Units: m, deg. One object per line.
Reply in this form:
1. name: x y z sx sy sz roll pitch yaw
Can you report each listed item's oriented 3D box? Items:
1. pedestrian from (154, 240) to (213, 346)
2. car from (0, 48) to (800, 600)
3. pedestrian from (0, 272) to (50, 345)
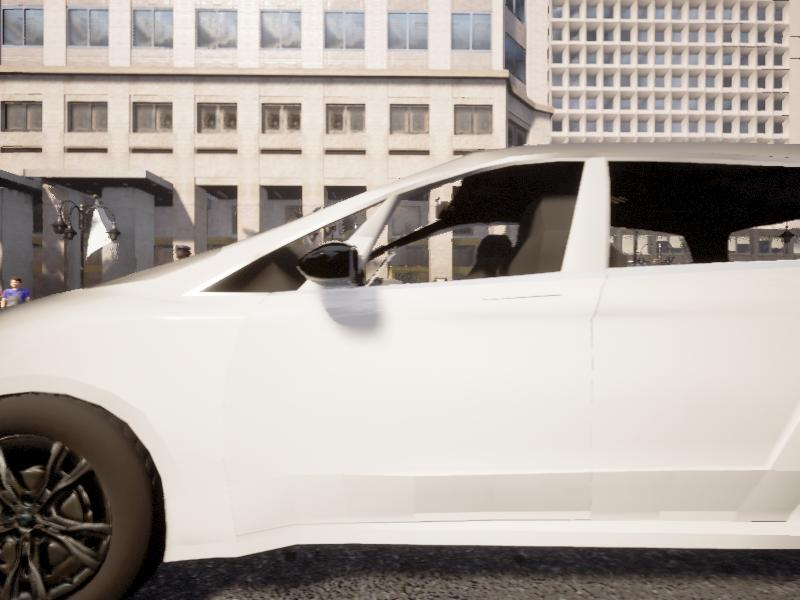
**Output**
1. pedestrian: -4.075 -0.125 7.545 0.751 1.860 0.751 0 0 39
2. car: 0.437 0.157 2.201 4.611 1.667 2.242 0 0 0
3. pedestrian: -7.230 0.148 7.564 0.751 1.300 0.751 0 0 -26
